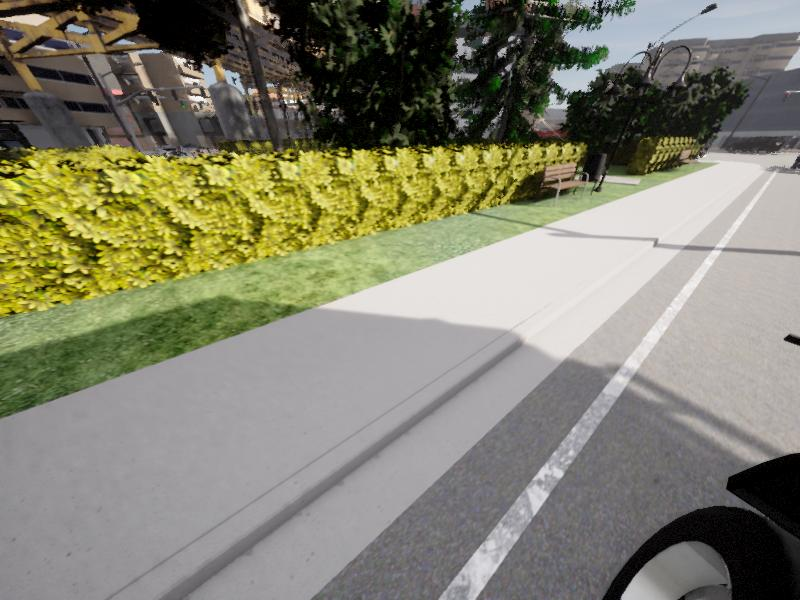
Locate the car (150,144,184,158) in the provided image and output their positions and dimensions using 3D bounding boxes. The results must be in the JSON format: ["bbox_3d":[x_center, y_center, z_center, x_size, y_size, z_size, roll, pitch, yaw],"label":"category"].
[{"bbox_3d":[-34.806,-22.338,34.503,4.974,1.542,2.038,22,41,28],"label":"car"}]

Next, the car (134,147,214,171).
[{"bbox_3d":[-20.363,-13.044,21.248,2.038,1.542,4.974,6,36,9],"label":"car"}]

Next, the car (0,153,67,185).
[{"bbox_3d":[-25.440,-8.141,14.416,2.163,1.488,4.792,6,36,9],"label":"car"}]

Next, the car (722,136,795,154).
[{"bbox_3d":[51.168,-22.326,33.264,2.150,2.045,5.566,5,35,7],"label":"car"}]

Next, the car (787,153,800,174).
[{"bbox_3d":[29.425,-9.560,15.943,4.718,1.301,1.895,-29,44,-34],"label":"car"}]

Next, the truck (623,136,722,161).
[{"bbox_3d":[28.676,-16.191,24.642,6.274,2.098,2.390,6,36,9],"label":"truck"}]

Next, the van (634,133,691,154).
[{"bbox_3d":[41.131,-24.779,36.547,2.351,2.431,6.366,6,35,8],"label":"van"}]

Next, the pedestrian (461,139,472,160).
[{"bbox_3d":[6.921,-15.644,24.028,0.751,1.860,0.751,5,36,7],"label":"pedestrian"}]

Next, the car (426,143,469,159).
[{"bbox_3d":[5.739,-18.293,28.386,4.902,1.511,2.128,6,36,9],"label":"car"}]

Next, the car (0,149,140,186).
[{"bbox_3d":[-21.601,-9.043,15.525,2.152,1.651,5.027,6,36,8],"label":"car"}]
